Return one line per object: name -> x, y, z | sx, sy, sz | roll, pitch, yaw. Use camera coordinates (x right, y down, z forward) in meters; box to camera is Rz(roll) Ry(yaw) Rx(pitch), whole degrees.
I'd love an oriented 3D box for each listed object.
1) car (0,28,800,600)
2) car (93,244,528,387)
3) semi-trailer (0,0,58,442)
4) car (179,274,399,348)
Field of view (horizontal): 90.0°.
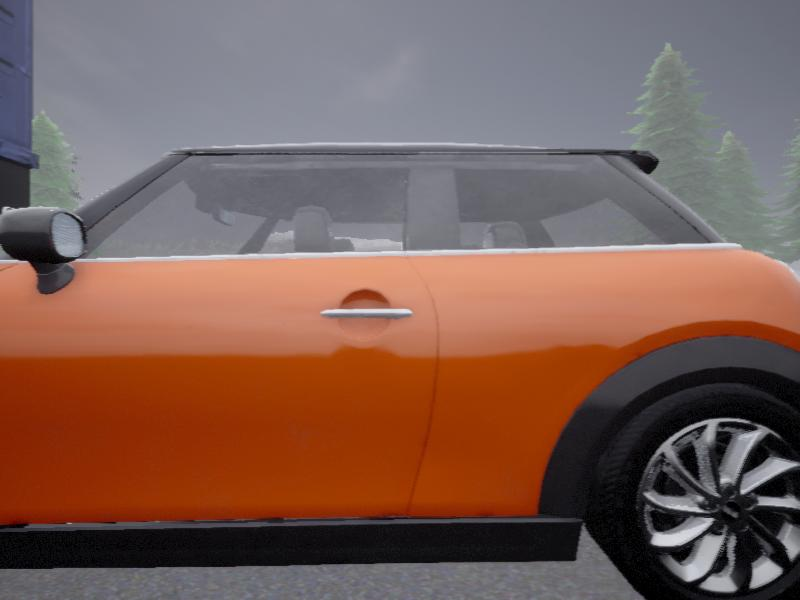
car -> -0.648, 0.104, 2.194 | 4.553, 1.767, 2.097 | 0, 0, 0
car -> -1.032, 0.181, 5.698 | 5.027, 1.651, 2.152 | 0, 0, 0
semi-trailer -> -9.858, -1.220, 1.850 | 14.254, 4.402, 2.717 | 0, 0, 0
car -> -2.279, 0.228, 9.199 | 4.514, 1.525, 2.007 | 0, 0, 0
